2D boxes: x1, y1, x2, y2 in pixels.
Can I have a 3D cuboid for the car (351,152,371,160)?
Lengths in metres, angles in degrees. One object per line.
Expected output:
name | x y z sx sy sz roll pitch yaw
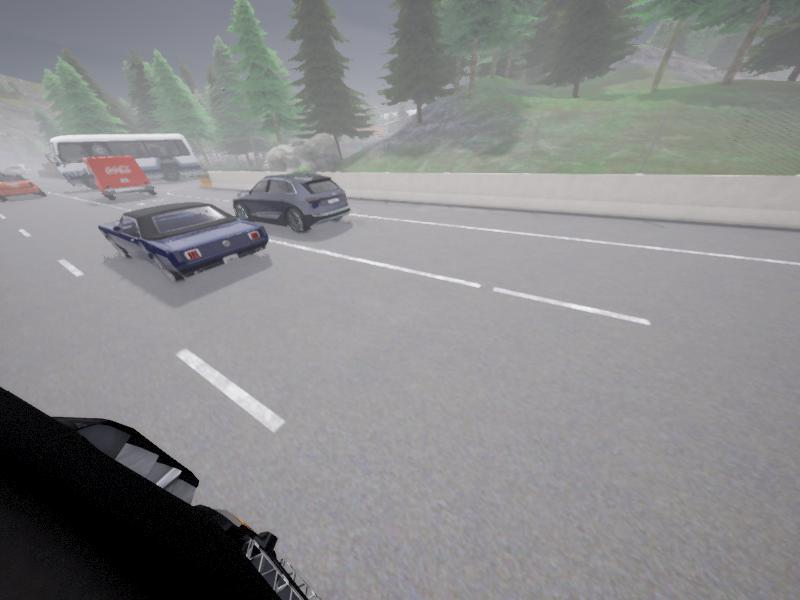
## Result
car | -9.617 -35.329 56.837 4.674 1.442 1.812 16 38 27

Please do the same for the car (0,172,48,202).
car | -31.067 -9.140 18.466 4.553 1.767 2.097 16 38 26

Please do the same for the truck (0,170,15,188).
truck | -53.905 -16.480 29.410 8.468 3.827 2.891 16 38 26

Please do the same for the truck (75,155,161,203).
truck | -19.960 -8.693 16.370 5.204 2.467 2.627 22 41 32

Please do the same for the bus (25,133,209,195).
bus | -26.665 -13.895 23.010 3.944 4.253 10.273 23 42 32

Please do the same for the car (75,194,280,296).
car | -5.527 -1.669 5.739 4.718 1.301 1.895 16 38 26

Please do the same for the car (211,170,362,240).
car | -4.014 -3.599 8.254 4.856 1.649 2.033 16 38 26
